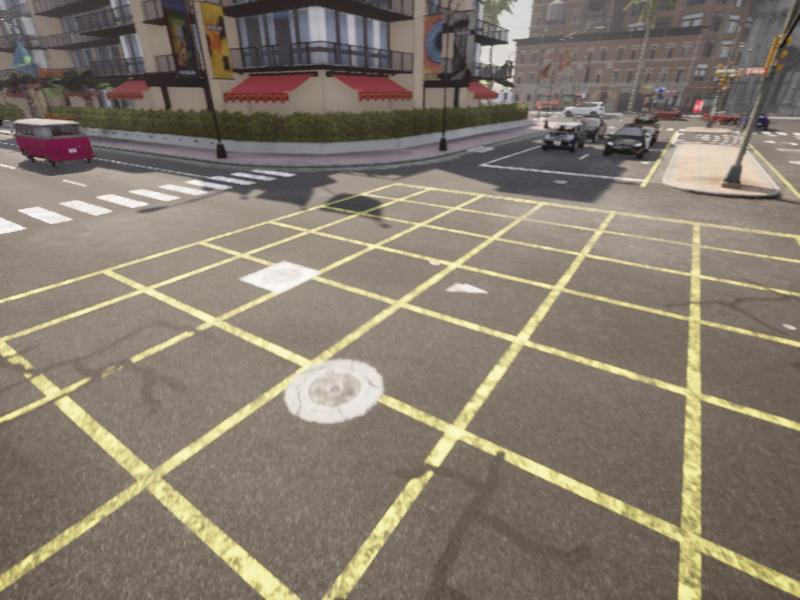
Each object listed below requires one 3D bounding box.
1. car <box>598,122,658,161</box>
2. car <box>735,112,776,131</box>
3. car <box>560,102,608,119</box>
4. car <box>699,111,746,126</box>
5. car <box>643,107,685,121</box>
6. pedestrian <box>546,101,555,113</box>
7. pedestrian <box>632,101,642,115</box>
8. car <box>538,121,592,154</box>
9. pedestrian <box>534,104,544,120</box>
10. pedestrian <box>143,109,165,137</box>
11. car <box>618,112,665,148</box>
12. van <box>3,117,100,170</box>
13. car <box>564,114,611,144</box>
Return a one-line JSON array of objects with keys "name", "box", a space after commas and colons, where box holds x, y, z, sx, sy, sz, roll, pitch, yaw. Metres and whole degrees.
[{"name": "car", "box": [12.849, -8.994, 22.414, 2.038, 1.542, 4.974, 17, 32, 29]}, {"name": "car", "box": [33.947, -17.170, 38.354, 1.812, 1.442, 4.674, 14, 30, 25]}, {"name": "car", "box": [25.915, -26.824, 56.507, 5.566, 2.045, 2.150, 17, 32, 30]}, {"name": "car", "box": [35.886, -20.347, 44.692, 1.895, 1.301, 4.718, 3, 27, 6]}, {"name": "car", "box": [34.043, -24.062, 51.727, 4.193, 1.474, 1.816, 17, 32, 30]}, {"name": "pedestrian", "box": [25.023, -32.051, 66.486, 0.751, 1.860, 0.751, -21, 34, -34]}, {"name": "pedestrian", "box": [37.122, -30.115, 62.688, 0.751, 1.860, 0.751, 18, 32, 31]}, {"name": "car", "box": [10.042, -9.922, 24.286, 1.970, 1.475, 3.806, 17, 32, 30]}, {"name": "pedestrian", "box": [18.057, -24.454, 52.061, 0.751, 1.860, 0.751, 19, 33, 33]}, {"name": "pedestrian", "box": [-18.863, -13.564, 30.644, 0.751, 1.860, 0.751, 17, 32, 30]}, {"name": "car", "box": [16.322, -11.529, 26.955, 1.932, 1.855, 4.605, 17, 32, 30]}, {"name": "van", "box": [-16.965, -7.693, 19.465, 4.442, 1.987, 1.775, 17, 32, 29]}, {"name": "car", "box": [13.754, -12.544, 29.196, 1.930, 1.638, 5.238, 17, 32, 30]}]
